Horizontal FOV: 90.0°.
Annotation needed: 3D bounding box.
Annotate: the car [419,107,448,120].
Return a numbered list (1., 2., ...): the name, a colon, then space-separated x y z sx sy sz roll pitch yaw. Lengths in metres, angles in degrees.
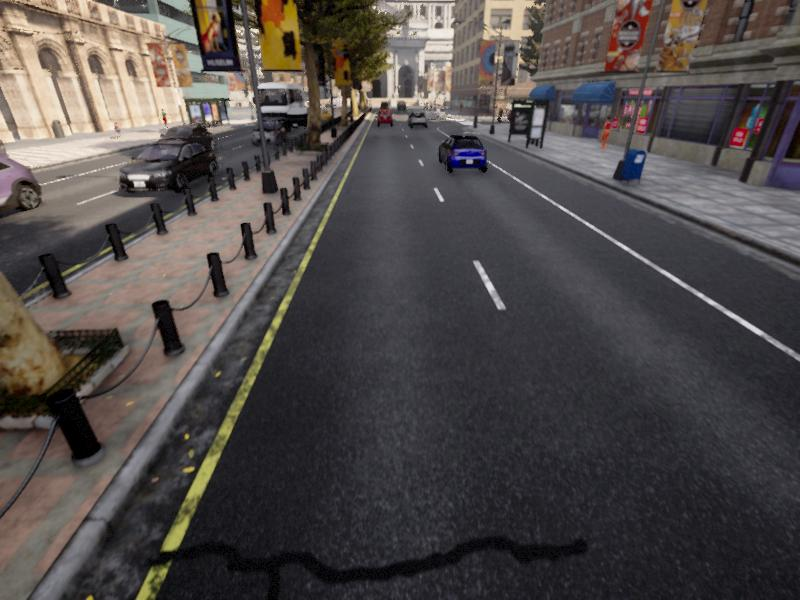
1. car: 4.662 -26.218 56.294 3.633 1.501 1.845 20 34 34

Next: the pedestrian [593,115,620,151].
1. pedestrian: 11.798 -9.534 22.878 0.751 1.860 0.751 -3 27 -5

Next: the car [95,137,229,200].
1. car: -8.485 -5.075 14.960 2.128 1.511 4.902 -1 27 -2

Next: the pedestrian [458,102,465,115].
1. pedestrian: 10.181 -31.841 66.537 0.751 1.860 0.751 -9 28 -17

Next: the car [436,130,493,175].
1. car: 2.871 -6.985 18.717 1.816 1.474 4.193 -1 27 -2

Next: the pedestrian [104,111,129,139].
1. pedestrian: -21.035 -12.984 29.688 0.751 1.860 0.751 1 27 3

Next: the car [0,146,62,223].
1. car: -11.801 -2.762 10.301 2.033 1.649 4.856 -1 28 -2

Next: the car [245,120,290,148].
1. car: -8.988 -11.471 27.459 1.845 1.501 3.633 -1 27 -2

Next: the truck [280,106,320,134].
1. truck: -9.426 -17.276 38.192 2.390 2.098 6.274 -1 27 -2

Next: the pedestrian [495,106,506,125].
1. pedestrian: 11.041 -20.325 43.998 0.751 1.860 0.751 -1 27 -1

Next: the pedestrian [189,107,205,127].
1. pedestrian: -20.621 -18.592 40.661 0.751 1.860 0.751 2 27 5

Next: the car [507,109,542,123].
1. car: 15.633 -23.231 50.405 3.705 1.549 1.789 -3 27 -5

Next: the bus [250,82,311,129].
1. bus: -13.092 -22.059 45.194 3.944 4.253 10.273 -1 27 -2

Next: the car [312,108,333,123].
1. car: -9.976 -24.033 51.987 1.801 1.575 5.366 -1 27 -2

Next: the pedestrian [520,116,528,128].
1. pedestrian: 12.286 -17.611 39.520 0.500 1.100 0.500 1 27 1

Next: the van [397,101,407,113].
1. van: 0.314 -39.085 80.979 1.775 1.987 4.442 -1 27 -2

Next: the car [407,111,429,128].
1. car: 1.883 -19.558 43.267 2.007 1.525 4.514 -1 27 -2

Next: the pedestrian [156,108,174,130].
1. pedestrian: -21.716 -16.706 36.973 0.751 1.860 0.751 1 27 3

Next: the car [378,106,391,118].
1. car: -2.426 -29.780 63.318 2.007 1.525 4.514 -1 27 -2

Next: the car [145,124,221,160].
1. car: -12.316 -9.239 23.137 1.837 1.490 4.892 -1 27 -2

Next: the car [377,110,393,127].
1. car: -1.704 -20.637 45.354 1.789 1.549 3.705 -1 27 -2
